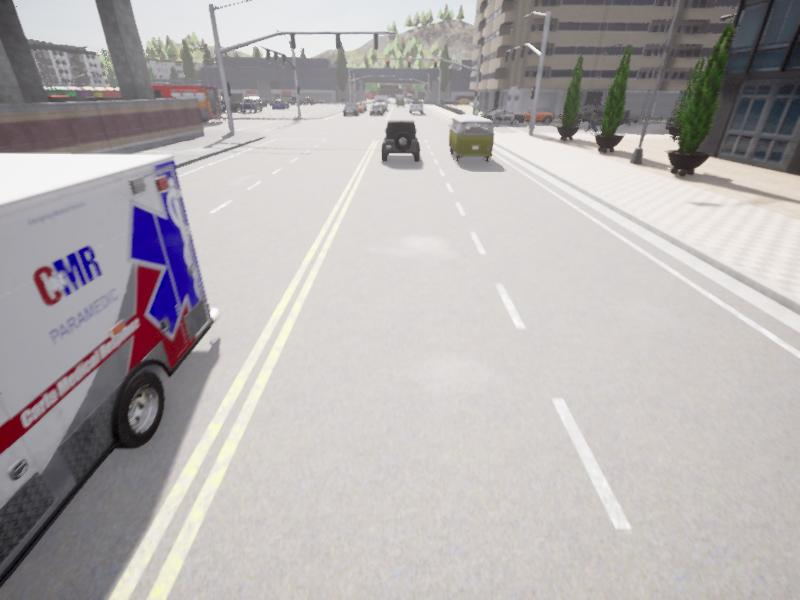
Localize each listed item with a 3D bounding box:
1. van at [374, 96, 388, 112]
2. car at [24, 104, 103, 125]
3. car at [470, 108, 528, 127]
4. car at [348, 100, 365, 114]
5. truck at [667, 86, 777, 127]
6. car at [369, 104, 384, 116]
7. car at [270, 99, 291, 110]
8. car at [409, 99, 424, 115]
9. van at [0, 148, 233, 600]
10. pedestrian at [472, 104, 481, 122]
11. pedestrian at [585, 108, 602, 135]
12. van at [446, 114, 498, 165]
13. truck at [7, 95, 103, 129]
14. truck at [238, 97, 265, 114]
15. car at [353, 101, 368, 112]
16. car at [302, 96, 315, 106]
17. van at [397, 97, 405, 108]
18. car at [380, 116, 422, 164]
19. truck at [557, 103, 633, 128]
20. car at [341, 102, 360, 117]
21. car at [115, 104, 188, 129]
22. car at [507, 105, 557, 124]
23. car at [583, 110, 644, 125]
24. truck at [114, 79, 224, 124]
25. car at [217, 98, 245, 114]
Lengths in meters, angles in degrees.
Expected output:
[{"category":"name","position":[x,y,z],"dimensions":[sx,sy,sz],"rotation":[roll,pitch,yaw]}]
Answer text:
[{"category":"van","position":[-3.363,-35.375,71.943],"dimensions":[2.351,2.431,6.366],"rotation":[1,27,0]},{"category":"car","position":[-31.199,-17.245,37.236],"dimensions":[5.238,1.638,1.930],"rotation":[0,27,0]},{"category":"car","position":[9.969,-18.573,40.617],"dimensions":[5.238,1.638,1.930],"rotation":[-1,27,-3]},{"category":"car","position":[-6.879,-30.653,63.487],"dimensions":[2.097,1.767,4.553],"rotation":[1,27,0]},{"category":"truck","position":[34.667,-21.047,43.483],"dimensions":[8.468,3.827,2.891],"rotation":[1,27,0]},{"category":"car","position":[-3.391,-27.596,58.012],"dimensions":[1.970,1.475,3.806],"rotation":[1,27,0]},{"category":"car","position":[-20.972,-34.445,70.443],"dimensions":[2.242,1.667,4.611],"rotation":[1,27,0]},{"category":"car","position":[2.521,-30.145,62.420],"dimensions":[2.150,2.045,5.566],"rotation":[1,27,0]},{"category":"van","position":[-3.491,0.878,2.158],"dimensions":[2.351,2.431,6.366],"rotation":[1,27,0]},{"category":"pedestrian","position":[8.630,-21.074,45.134],"dimensions":[0.751,1.860,0.751],"rotation":[0,27,-2]},{"category":"pedestrian","position":[14.859,-13.734,30.761],"dimensions":[0.751,1.860,0.751],"rotation":[9,29,16]},{"category":"van","position":[3.542,-8.365,20.569],"dimensions":[1.775,1.987,4.442],"rotation":[1,28,0]},{"category":"truck","position":[-29.073,-15.984,33.951],"dimensions":[5.204,2.467,2.627],"rotation":[0,27,0]},{"category":"truck","position":[-21.031,-27.745,56.970],"dimensions":[2.069,2.038,4.478],"rotation":[1,27,0]},{"category":"car","position":[-6.868,-34.040,70.344],"dimensions":[2.163,1.488,4.792],"rotation":[1,27,0]},{"category":"car","position":[-20.874,-45.589,91.529],"dimensions":[1.932,1.855,4.605],"rotation":[1,27,0]},{"category":"van","position":[0.169,-44.300,89.681],"dimensions":[1.775,1.987,4.442],"rotation":[1,27,0]},{"category":"car","position":[0.042,-8.120,20.131],"dimensions":[1.905,1.878,3.866],"rotation":[1,27,0]},{"category":"truck","position":[19.737,-18.839,40.806],"dimensions":[6.274,2.098,2.390],"rotation":[0,27,0]},{"category":"car","position":[-6.893,-26.972,56.578],"dimensions":[2.033,1.649,4.856],"rotation":[1,27,0]},{"category":"car","position":[-21.076,-15.662,34.135],"dimensions":[4.605,1.855,1.932],"rotation":[0,27,0]},{"category":"car","position":[14.445,-20.408,44.055],"dimensions":[4.553,1.767,2.097],"rotation":[1,27,2]},{"category":"car","position":[23.452,-20.107,44.089],"dimensions":[5.357,1.411,2.033],"rotation":[1,27,0]},{"category":"truck","position":[-22.764,-19.788,39.929],"dimensions":[8.468,3.827,2.891],"rotation":[1,27,0]},{"category":"car","position":[-23.927,-27.659,56.952],"dimensions":[1.932,1.855,4.605],"rotation":[1,27,0]}]
